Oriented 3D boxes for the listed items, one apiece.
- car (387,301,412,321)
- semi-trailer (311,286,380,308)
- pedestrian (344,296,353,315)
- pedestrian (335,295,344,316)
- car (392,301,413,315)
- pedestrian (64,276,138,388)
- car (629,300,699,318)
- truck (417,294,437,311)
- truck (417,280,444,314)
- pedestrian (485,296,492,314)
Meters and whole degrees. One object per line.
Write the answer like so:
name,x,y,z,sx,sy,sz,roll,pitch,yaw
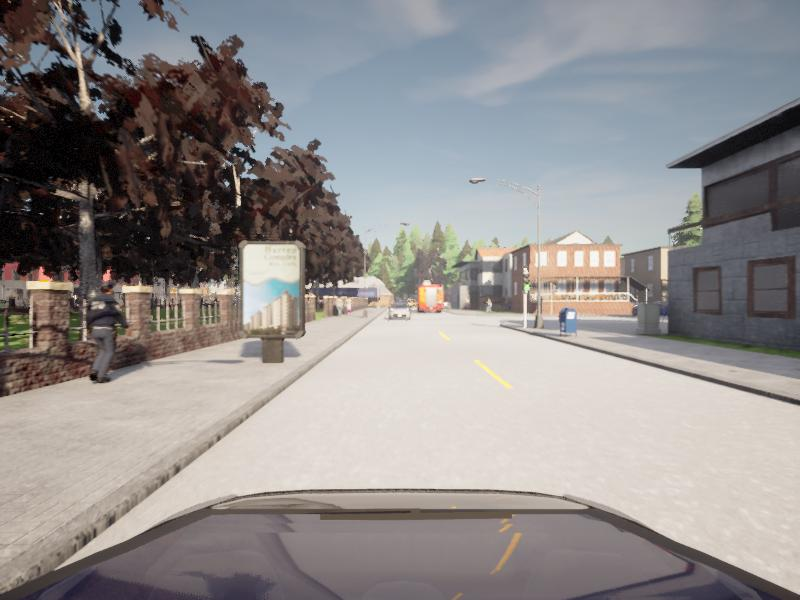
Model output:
car,-0.025,0.813,31.307,1.845,1.501,3.633,0,0,0
semi-trailer,-11.366,-0.655,83.936,14.254,4.402,2.717,0,0,9
pedestrian,-4.903,0.517,37.973,0.751,1.860,0.751,0,0,-10
pedestrian,-5.389,0.518,35.691,0.751,1.860,0.751,0,0,0
car,0.213,0.876,44.723,2.033,1.411,5.357,0,0,-4
pedestrian,-5.246,0.530,7.060,0.751,1.860,0.751,0,0,-3
car,23.382,0.808,35.561,5.008,1.535,1.882,0,0,0
truck,3.960,0.333,59.342,2.627,2.467,5.204,0,0,0
truck,3.705,-0.342,50.371,2.891,3.827,8.468,0,0,1
pedestrian,9.124,0.507,41.291,0.751,1.860,0.751,0,0,11
